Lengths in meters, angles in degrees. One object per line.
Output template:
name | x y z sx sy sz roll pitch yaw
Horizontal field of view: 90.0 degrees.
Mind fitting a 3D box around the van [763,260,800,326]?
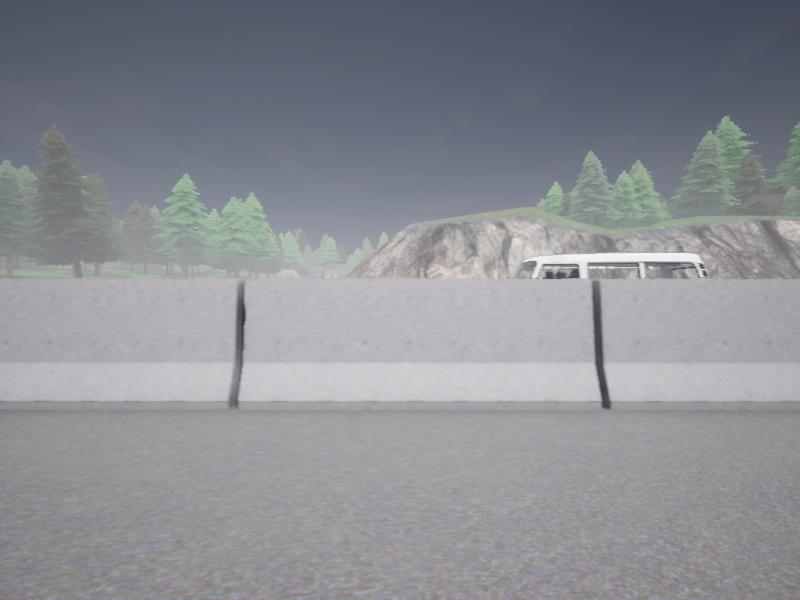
van | 18.589 -0.278 16.206 5.915 2.561 1.988 0 0 0

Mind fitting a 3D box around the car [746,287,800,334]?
car | 13.957 0.307 12.702 4.181 1.385 1.994 0 0 0

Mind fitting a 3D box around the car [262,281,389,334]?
car | -2.217 0.214 12.700 3.705 1.549 1.789 0 0 0

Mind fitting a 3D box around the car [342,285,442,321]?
car | -0.365 0.156 19.698 4.611 1.667 2.242 0 0 0

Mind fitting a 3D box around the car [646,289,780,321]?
car | 15.235 0.237 19.701 4.902 1.511 2.128 0 0 0

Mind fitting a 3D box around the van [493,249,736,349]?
van | 4.616 -0.028 9.200 4.480 2.038 2.069 0 0 0

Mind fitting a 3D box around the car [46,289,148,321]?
car | -14.803 0.225 19.700 3.633 1.501 1.845 0 0 0

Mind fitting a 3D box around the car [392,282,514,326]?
car | 2.001 0.156 16.202 4.611 1.667 2.242 0 0 0
